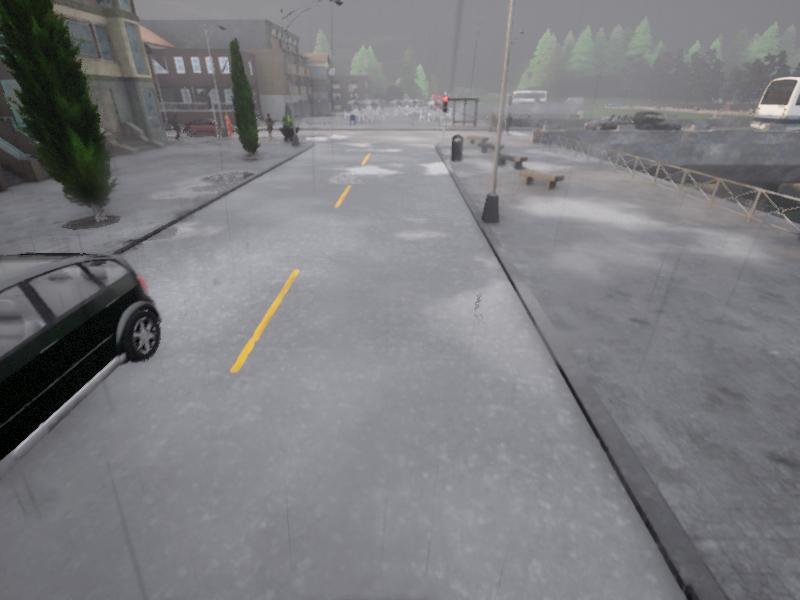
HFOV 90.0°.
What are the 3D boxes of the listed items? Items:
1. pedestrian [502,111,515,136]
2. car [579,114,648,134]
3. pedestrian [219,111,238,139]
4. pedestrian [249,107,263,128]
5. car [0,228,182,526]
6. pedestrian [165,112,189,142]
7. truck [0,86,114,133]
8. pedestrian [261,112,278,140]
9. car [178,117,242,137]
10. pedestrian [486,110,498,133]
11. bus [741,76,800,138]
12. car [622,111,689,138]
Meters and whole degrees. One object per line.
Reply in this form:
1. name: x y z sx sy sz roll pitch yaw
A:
1. pedestrian: 9.033 -14.686 33.344 0.751 1.860 0.751 2 27 4
2. car: 19.509 -16.222 36.791 4.902 1.511 2.128 1 27 2
3. pedestrian: -13.009 -13.310 30.421 0.751 1.860 0.751 22 34 36
4. pedestrian: -14.518 -18.386 40.360 0.751 1.860 0.751 20 33 34
5. car: -4.049 0.622 3.752 1.789 1.549 3.705 0 27 1
6. pedestrian: -15.727 -12.197 28.241 0.751 1.860 0.751 5 27 9
7. truck: -32.220 -17.601 36.944 8.468 3.827 2.891 0 27 0
8. pedestrian: -9.548 -12.731 29.287 0.751 1.860 0.751 0 27 0
9. car: -15.942 -14.595 33.759 4.181 1.385 1.994 0 27 1
10. pedestrian: 8.335 -16.177 36.264 0.751 1.860 0.751 3 27 5
11. bus: 35.370 -15.669 32.677 10.273 4.253 3.944 2 27 1
12. car: 21.069 -14.568 33.127 3.866 1.878 1.905 0 27 -1
